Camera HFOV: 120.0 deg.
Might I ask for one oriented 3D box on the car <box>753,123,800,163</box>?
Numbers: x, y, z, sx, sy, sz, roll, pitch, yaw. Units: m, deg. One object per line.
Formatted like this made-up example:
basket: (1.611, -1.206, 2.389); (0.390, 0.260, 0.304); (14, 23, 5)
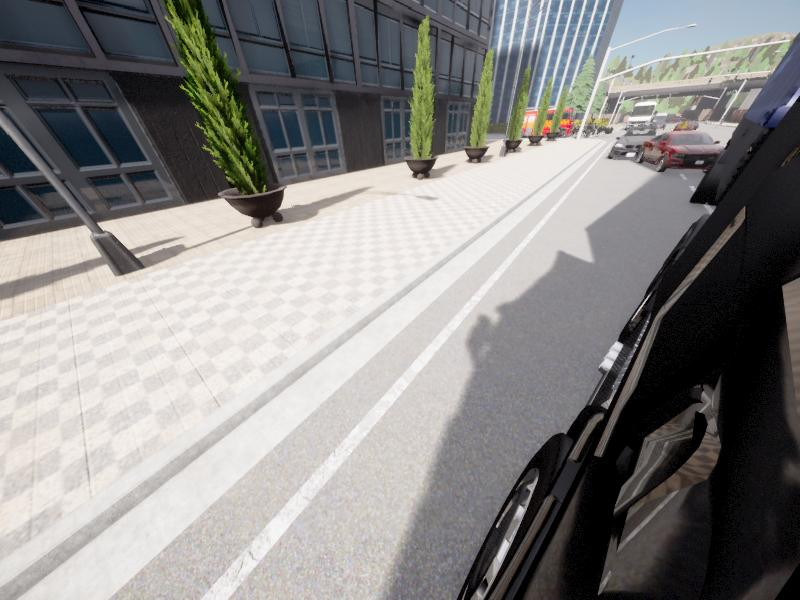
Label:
car: (21.891, -8.431, 12.290); (2.128, 1.511, 4.902); (24, 44, 31)

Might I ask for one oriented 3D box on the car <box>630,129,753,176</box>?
car: (13.758, -7.438, 11.439); (1.882, 1.535, 5.008); (14, 40, 21)

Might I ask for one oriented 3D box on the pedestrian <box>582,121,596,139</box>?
pedestrian: (25.093, -22.544, 30.607); (0.751, 1.860, 0.751); (24, 45, 31)

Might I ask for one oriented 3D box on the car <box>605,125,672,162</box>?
car: (15.270, -10.211, 14.953); (2.242, 1.667, 4.611); (24, 44, 32)

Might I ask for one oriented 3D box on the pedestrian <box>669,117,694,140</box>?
pedestrian: (29.254, -17.828, 24.054); (0.751, 1.860, 0.751); (11, 39, 18)

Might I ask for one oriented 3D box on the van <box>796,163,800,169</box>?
van: (17.142, -5.093, 7.358); (2.351, 2.431, 6.366); (24, 44, 31)

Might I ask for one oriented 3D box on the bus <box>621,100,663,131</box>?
bus: (47.628, -36.318, 45.661); (3.944, 4.253, 10.273); (24, 44, 31)

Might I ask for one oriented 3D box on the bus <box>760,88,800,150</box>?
bus: (29.343, -12.145, 14.503); (3.944, 4.253, 10.273); (24, 44, 31)

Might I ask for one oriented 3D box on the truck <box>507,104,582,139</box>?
truck: (21.622, -27.045, 35.233); (8.468, 3.827, 2.891); (25, 45, 32)

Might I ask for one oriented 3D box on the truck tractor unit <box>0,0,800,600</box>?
truck tractor unit: (2.645, -0.295, 0.351); (6.516, 4.208, 3.053); (-28, 44, -30)

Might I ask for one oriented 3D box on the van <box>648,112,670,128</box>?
van: (55.759, -38.726, 49.806); (1.988, 2.561, 5.915); (24, 44, 31)

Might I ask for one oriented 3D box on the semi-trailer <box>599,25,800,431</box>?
semi-trailer: (8.613, -3.662, 4.311); (14.254, 4.402, 2.717); (-29, 44, -31)

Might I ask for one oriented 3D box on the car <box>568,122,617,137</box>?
car: (28.913, -25.709, 34.822); (5.238, 1.638, 1.930); (23, 44, 31)
